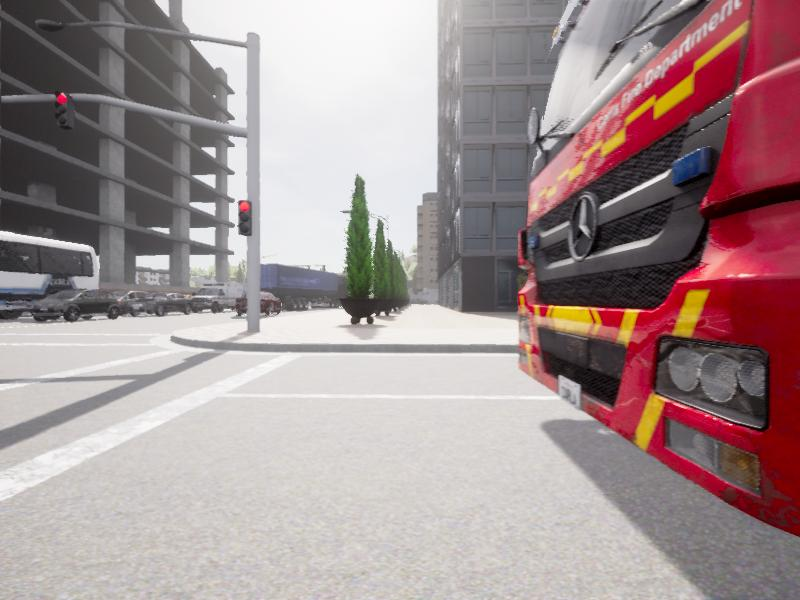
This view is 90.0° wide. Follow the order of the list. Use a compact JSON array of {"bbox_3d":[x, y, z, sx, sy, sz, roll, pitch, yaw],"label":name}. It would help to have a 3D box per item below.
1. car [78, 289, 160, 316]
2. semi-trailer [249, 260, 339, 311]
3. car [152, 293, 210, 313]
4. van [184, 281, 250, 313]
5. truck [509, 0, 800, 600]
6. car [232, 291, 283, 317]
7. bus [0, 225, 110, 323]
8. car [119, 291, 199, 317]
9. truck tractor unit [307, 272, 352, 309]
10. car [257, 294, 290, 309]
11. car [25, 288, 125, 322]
[{"bbox_3d":[-18.909,0.166,27.242,2.242,1.667,4.611,0,0,2],"label":"car"},{"bbox_3d":[-10.214,-1.214,41.305,2.717,4.402,14.254,0,0,13],"label":"semi-trailer"},{"bbox_3d":[-18.610,0.211,34.316,1.801,1.575,5.366,0,0,2],"label":"car"},{"bbox_3d":[-15.137,-0.215,33.632,2.351,2.431,6.366,0,0,2],"label":"van"},{"bbox_3d":[5.207,-0.924,2.162,8.468,3.827,2.891,0,0,2],"label":"truck"},{"bbox_3d":[-8.883,0.227,25.441,1.882,1.535,5.008,0,0,-5],"label":"car"},{"bbox_3d":[-19.163,-1.124,18.380,3.944,4.253,10.273,0,0,2],"label":"bus"},{"bbox_3d":[-15.455,0.244,26.036,2.128,1.511,4.902,0,0,3],"label":"car"},{"bbox_3d":[-8.448,-1.114,49.018,3.053,4.208,6.516,0,0,14],"label":"truck tractor unit"},{"bbox_3d":[-14.592,0.177,46.477,1.930,1.638,5.238,0,0,2],"label":"car"},{"bbox_3d":[-15.728,0.223,19.614,1.789,1.549,3.705,0,0,2],"label":"car"}]
